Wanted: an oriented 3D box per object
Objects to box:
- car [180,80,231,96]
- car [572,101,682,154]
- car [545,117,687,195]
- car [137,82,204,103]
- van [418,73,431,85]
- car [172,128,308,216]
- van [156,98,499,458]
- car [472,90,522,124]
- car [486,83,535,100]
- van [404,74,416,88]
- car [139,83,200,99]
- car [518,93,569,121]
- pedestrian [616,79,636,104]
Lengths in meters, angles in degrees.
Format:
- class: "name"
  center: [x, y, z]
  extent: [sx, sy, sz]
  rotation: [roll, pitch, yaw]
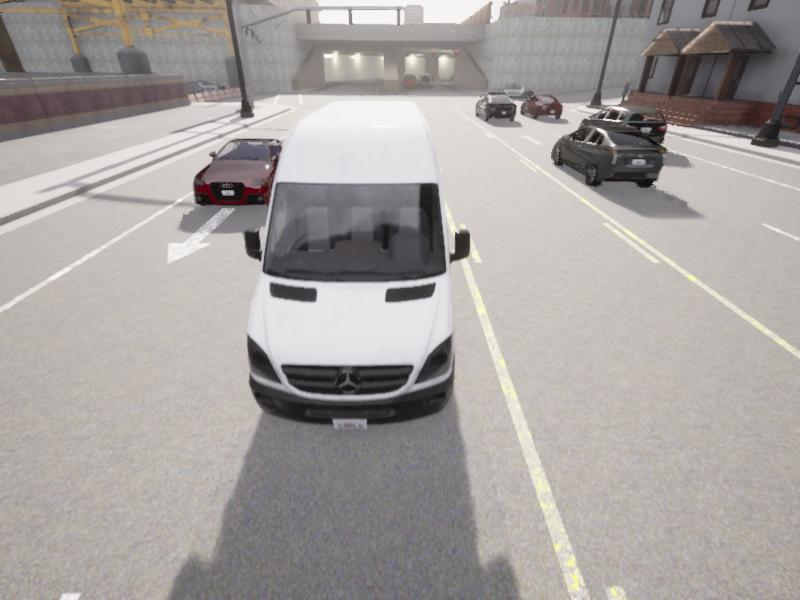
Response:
- class: "car"
  center: [-22.668, -24.849, 46.812]
  extent: [2.038, 1.542, 4.974]
  rotation: [15, 33, 24]
- class: "car"
  center: [9.970, -7.920, 18.125]
  extent: [2.242, 1.667, 4.611]
  rotation: [0, 30, 0]
- class: "car"
  center: [6.513, -4.767, 12.817]
  extent: [2.007, 1.525, 4.514]
  rotation: [0, 30, 0]
- class: "car"
  center: [-21.814, -19.825, 38.200]
  extent: [2.038, 1.542, 4.974]
  rotation: [26, 39, 36]
- class: "van"
  center: [4.800, -43.637, 79.006]
  extent: [2.069, 2.038, 4.480]
  rotation: [-1, 30, -2]
- class: "car"
  center: [-3.977, -3.625, 10.866]
  extent: [1.994, 1.385, 4.181]
  rotation: [0, 30, 0]
- class: "van"
  center: [-0.443, -1.162, 5.526]
  extent: [1.988, 2.561, 5.915]
  rotation: [0, 30, 0]
- class: "car"
  center: [6.427, -13.202, 27.181]
  extent: [1.930, 1.638, 5.238]
  rotation: [-1, 30, -2]
- class: "car"
  center: [12.354, -23.414, 44.933]
  extent: [4.974, 1.542, 2.038]
  rotation: [5, 30, 8]
- class: "van"
  center: [1.693, -37.107, 67.804]
  extent: [1.775, 1.987, 4.442]
  rotation: [-1, 30, -2]
- class: "car"
  center: [-21.848, -19.942, 38.088]
  extent: [1.853, 1.218, 4.536]
  rotation: [26, 39, 36]
- class: "car"
  center: [10.032, -13.733, 28.339]
  extent: [1.812, 1.442, 4.674]
  rotation: [0, 30, -2]
- class: "pedestrian"
  center: [19.377, -17.947, 34.391]
  extent: [0.751, 1.860, 0.751]
  rotation: [-9, 32, -16]
